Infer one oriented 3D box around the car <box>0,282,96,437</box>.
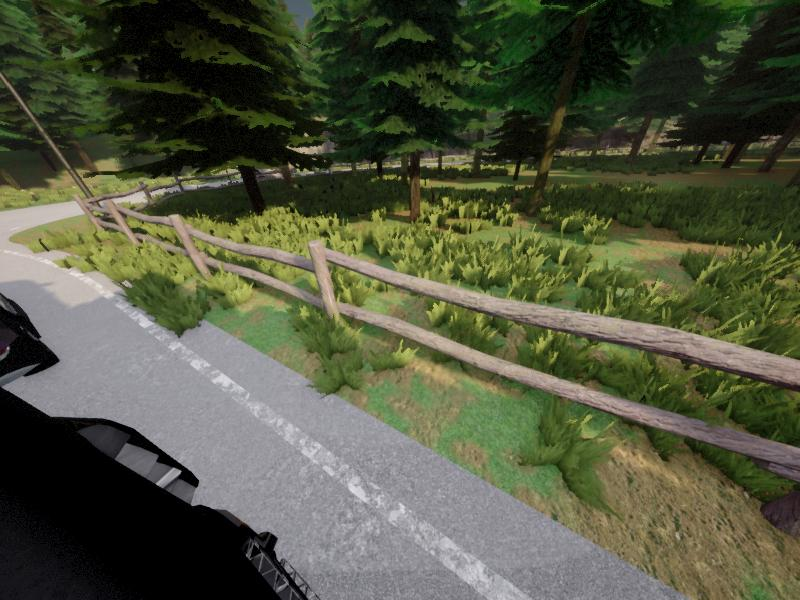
[{"bbox_3d":[-6.247,0.277,2.533,4.856,1.649,2.033,14,37,24],"label":"car"}]
